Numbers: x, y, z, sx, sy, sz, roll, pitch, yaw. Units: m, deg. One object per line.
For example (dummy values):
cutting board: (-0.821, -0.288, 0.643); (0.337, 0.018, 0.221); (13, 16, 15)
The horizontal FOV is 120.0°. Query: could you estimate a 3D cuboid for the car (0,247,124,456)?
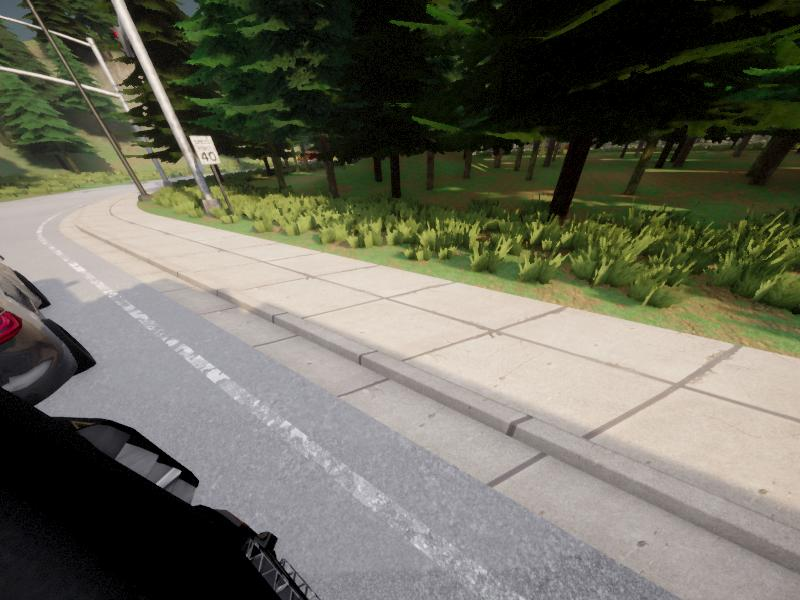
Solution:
car: (-5.788, 0.290, 2.440); (4.611, 1.667, 2.242); (16, 38, 26)
